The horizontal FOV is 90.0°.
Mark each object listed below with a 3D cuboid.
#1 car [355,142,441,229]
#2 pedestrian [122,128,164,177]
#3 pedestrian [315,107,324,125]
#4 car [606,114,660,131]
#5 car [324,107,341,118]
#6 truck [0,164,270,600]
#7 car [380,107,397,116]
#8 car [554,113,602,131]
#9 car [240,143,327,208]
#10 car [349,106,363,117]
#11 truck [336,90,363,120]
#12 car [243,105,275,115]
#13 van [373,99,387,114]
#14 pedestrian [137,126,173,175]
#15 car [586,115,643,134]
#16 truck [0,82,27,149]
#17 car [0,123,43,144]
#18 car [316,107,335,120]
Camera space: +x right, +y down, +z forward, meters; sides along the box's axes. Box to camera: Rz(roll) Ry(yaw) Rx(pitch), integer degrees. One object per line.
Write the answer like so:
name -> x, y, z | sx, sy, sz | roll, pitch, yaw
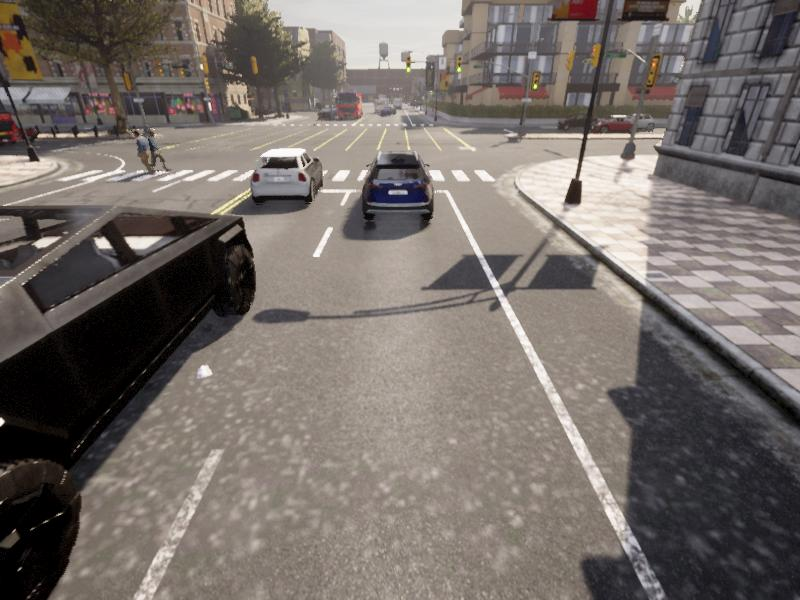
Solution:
car -> -0.062, -3.651, 12.067 | 2.033, 1.649, 4.856 | 0, 27, 0
pedestrian -> -10.627, -6.120, 16.602 | 0.751, 1.860, 0.751 | -1, 27, -1
pedestrian -> -9.317, -21.282, 46.352 | 0.751, 1.860, 0.751 | 0, 27, 1
car -> 22.797, -17.430, 39.273 | 3.806, 1.475, 1.970 | 0, 27, 0
car -> -10.866, -30.337, 64.629 | 1.812, 1.442, 4.674 | 0, 27, 0
truck -> -3.518, 0.233, 3.928 | 2.390, 2.098, 6.274 | 0, 27, 0
car -> -1.925, -32.575, 69.105 | 1.994, 1.385, 4.181 | 6, 28, 12
car -> 17.365, -17.466, 39.258 | 3.705, 1.549, 1.789 | 0, 27, 0
car -> -3.750, -4.364, 13.632 | 1.970, 1.475, 3.806 | -2, 27, -3
car -> -7.385, -31.990, 67.727 | 1.801, 1.575, 5.366 | 0, 27, 0
truck -> -7.344, -28.957, 59.302 | 2.891, 3.827, 8.468 | 0, 27, 0
car -> -25.718, -34.723, 73.139 | 4.974, 1.542, 2.038 | 0, 27, 1
van -> -3.958, -39.027, 80.589 | 2.351, 2.431, 6.366 | 0, 27, 0
pedestrian -> -10.499, -6.426, 17.202 | 0.751, 1.860, 0.751 | -6, 28, -12
car -> 19.298, -15.842, 36.157 | 3.806, 1.475, 1.970 | 0, 27, 0
truck -> -29.898, -11.676, 25.391 | 8.468, 3.827, 2.891 | 0, 27, 0
car -> -29.301, -12.141, 29.087 | 4.718, 1.301, 1.895 | 0, 27, 0
car -> -10.834, -27.365, 58.582 | 1.930, 1.638, 5.238 | 0, 27, -1
